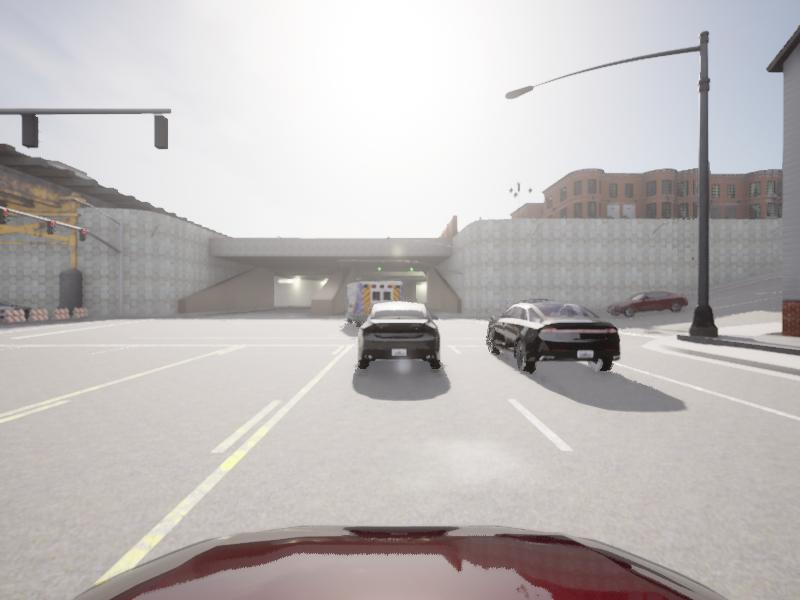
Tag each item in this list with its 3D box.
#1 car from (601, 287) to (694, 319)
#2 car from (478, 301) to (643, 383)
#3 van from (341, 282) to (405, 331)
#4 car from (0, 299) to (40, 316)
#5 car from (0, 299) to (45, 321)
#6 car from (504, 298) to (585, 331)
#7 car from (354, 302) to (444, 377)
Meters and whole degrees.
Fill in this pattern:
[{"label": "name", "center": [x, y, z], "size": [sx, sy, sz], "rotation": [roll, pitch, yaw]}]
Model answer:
[{"label": "car", "center": [15.788, 0.181, 25.699], "size": [4.674, 1.442, 1.812], "rotation": [-6, 0, 2]}, {"label": "car", "center": [3.478, 0.800, 9.945], "size": [2.128, 1.511, 4.902], "rotation": [0, 0, 0]}, {"label": "van", "center": [-1.770, 0.295, 23.255], "size": [2.351, 2.431, 6.366], "rotation": [0, 0, -17]}, {"label": "car", "center": [-29.057, 0.536, 28.593], "size": [1.853, 1.218, 4.536], "rotation": [0, 0, 28]}, {"label": "car", "center": [-29.032, 0.693, 28.640], "size": [2.038, 1.542, 4.974], "rotation": [0, 0, 28]}, {"label": "car", "center": [7.850, 0.728, 21.752], "size": [3.988, 1.617, 1.851], "rotation": [-1, 0, -26]}, {"label": "car", "center": [-0.024, 0.809, 10.541], "size": [1.837, 1.490, 4.892], "rotation": [0, 0, 0]}]
